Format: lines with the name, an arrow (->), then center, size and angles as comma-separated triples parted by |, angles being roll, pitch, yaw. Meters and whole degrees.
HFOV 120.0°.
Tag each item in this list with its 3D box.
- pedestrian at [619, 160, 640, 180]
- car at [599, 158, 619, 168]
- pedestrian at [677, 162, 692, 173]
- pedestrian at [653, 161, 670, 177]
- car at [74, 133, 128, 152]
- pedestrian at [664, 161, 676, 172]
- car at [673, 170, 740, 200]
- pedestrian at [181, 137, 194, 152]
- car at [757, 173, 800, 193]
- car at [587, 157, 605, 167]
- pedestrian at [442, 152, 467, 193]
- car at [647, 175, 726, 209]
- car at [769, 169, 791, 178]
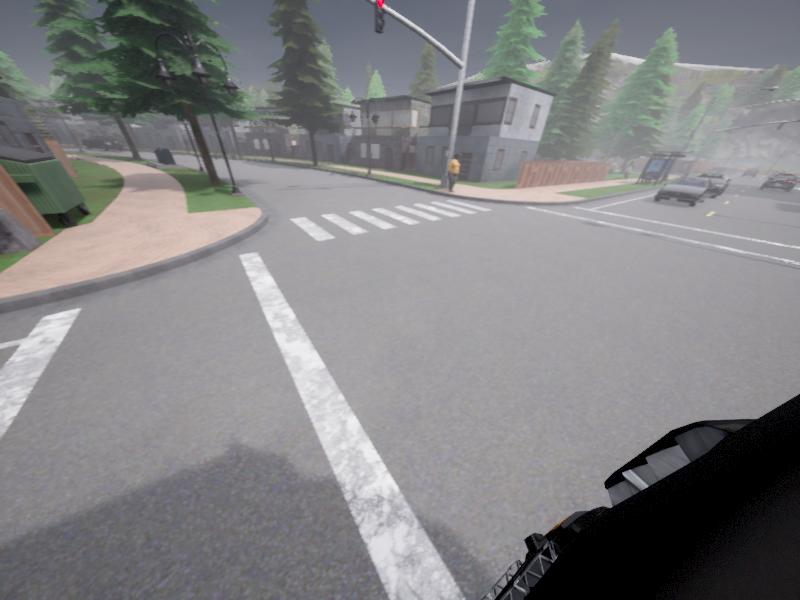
pedestrian -> 25.300, -14.345, 25.516 | 0.751, 1.860, 0.751 | -16, 38, -26
car -> 50.623, -33.302, 56.061 | 4.605, 1.855, 1.932 | -20, 40, -31
pedestrian -> 55.484, -25.803, 45.066 | 0.751, 1.860, 0.751 | 11, 34, 12
pedestrian -> 36.682, -18.346, 32.411 | 0.751, 1.860, 0.751 | -22, 41, -32
car -> -41.126, -21.653, 31.808 | 4.605, 1.855, 1.932 | 8, 33, 7
pedestrian -> 54.655, -27.009, 46.821 | 0.751, 1.860, 0.751 | -22, 41, -32
car -> 23.977, -9.107, 18.047 | 5.027, 1.651, 2.152 | -20, 40, -30
pedestrian -> -33.121, -24.200, 35.962 | 0.751, 1.860, 0.751 | -13, 37, -22
car -> 40.419, -12.527, 24.530 | 4.974, 1.542, 2.038 | -19, 39, -30
car -> 48.819, -34.353, 57.514 | 3.866, 1.878, 1.905 | -20, 40, -31
pedestrian -> 2.906, -6.845, 12.478 | 0.751, 1.860, 0.751 | -15, 37, -25
car -> 18.030, -6.908, 14.489 | 5.357, 1.411, 2.033 | -19, 40, -30
car -> 89.307, -29.803, 54.360 | 4.902, 1.511, 2.128 | -19, 40, -30
